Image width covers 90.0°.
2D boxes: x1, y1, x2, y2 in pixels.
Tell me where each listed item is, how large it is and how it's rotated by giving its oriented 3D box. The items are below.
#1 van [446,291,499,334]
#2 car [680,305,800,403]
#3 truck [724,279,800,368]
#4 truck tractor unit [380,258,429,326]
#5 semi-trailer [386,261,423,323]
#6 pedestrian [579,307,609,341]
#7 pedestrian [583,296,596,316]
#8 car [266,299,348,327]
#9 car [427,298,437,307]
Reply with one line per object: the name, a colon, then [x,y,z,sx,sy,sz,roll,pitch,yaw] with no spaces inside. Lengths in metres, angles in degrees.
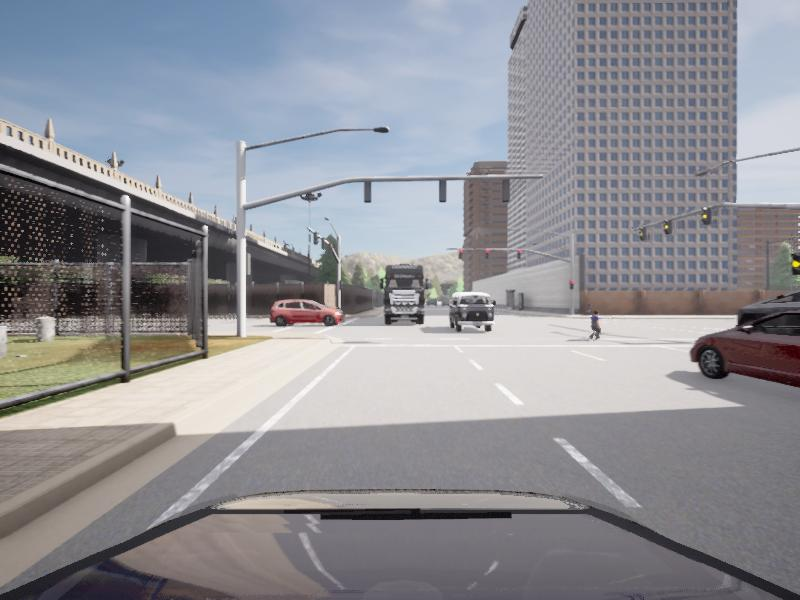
van: [3.728,0.609,21.379,2.069,2.038,4.480,0,0,0]
car: [7.088,0.856,6.763,1.816,1.474,4.193,0,0,0]
truck: [10.607,0.545,8.524,2.390,2.098,6.274,0,0,1]
truck tractor unit: [0.313,-0.489,27.877,3.053,4.208,6.516,0,0,1]
semi-trailer: [0.380,-0.597,35.786,2.717,4.402,14.254,0,0,0]
pedestrian: [7.649,0.936,15.775,0.751,1.300,0.751,0,0,-15]
pedestrian: [17.490,0.550,36.970,0.751,1.860,0.751,0,0,-9]
car: [-5.770,0.809,25.254,4.611,1.667,2.242,0,0,0]
car: [8.024,0.595,99.693,2.150,2.045,5.566,0,0,1]
